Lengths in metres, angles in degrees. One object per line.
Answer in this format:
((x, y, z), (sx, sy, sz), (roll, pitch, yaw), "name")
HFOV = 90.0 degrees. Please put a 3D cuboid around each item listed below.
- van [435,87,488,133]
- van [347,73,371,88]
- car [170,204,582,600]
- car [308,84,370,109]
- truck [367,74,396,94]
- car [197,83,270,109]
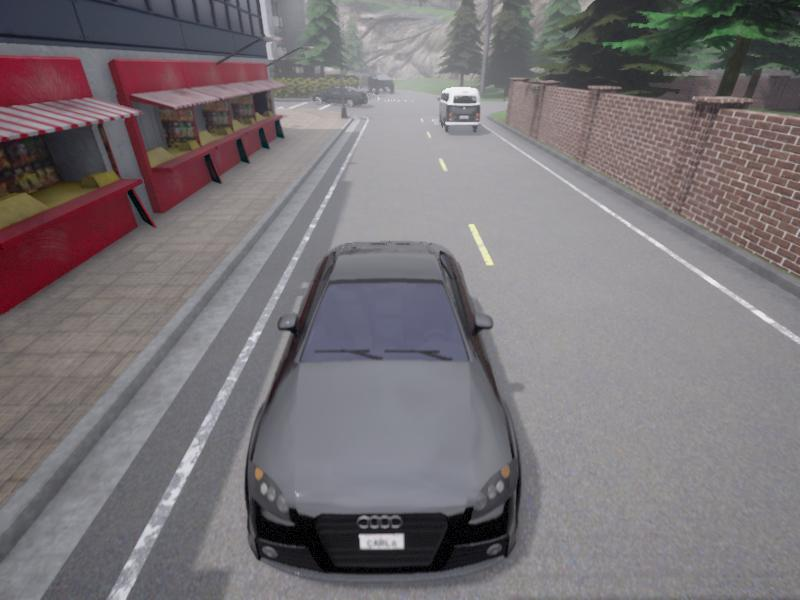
((3.210, -10.492, 21.932), (2.069, 2.038, 4.480), (0, 29, 0), "van")
((-6.801, -36.275, 66.119), (1.775, 1.987, 4.442), (-21, 36, -32), "van")
((-0.132, 0.330, 4.091), (1.994, 1.385, 4.181), (0, 30, -1), "car")
((-5.219, -17.525, 34.351), (4.892, 1.490, 1.837), (12, 30, 13), "car")
((-2.529, -28.323, 52.402), (2.390, 2.098, 6.274), (-8, 31, -14), "truck")
((-13.026, -16.141, 31.611), (4.611, 1.667, 2.242), (-1, 30, -2), "car")
